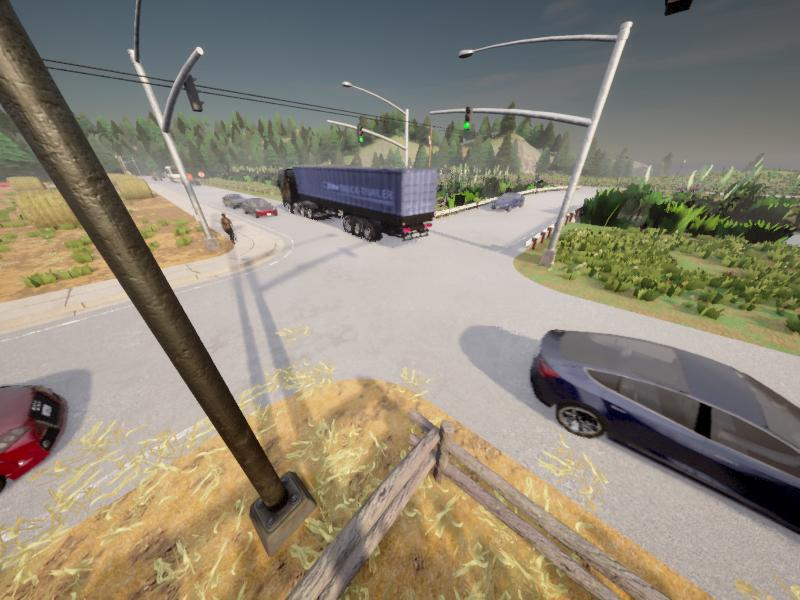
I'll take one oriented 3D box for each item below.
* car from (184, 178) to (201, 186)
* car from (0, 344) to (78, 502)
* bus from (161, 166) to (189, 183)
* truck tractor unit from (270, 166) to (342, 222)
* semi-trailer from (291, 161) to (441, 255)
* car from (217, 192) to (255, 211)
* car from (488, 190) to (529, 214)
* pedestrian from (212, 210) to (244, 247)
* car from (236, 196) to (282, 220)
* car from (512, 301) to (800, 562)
[{"bbox_3d":[-51.997,-29.515,57.808,5.027,1.651,2.152,25,38,36],"label":"car"},{"bbox_3d":[-7.466,2.527,2.634,1.994,1.385,4.181,23,37,34],"label":"car"},{"bbox_3d":[-69.206,-38.674,71.034,10.273,4.253,3.944,25,38,36],"label":"bus"},{"bbox_3d":[-8.929,-10.353,22.016,6.516,4.208,3.053,26,39,37],"label":"truck tractor unit"},{"bbox_3d":[-3.595,-7.494,16.917,2.717,4.402,14.254,-23,37,-35],"label":"semi-trailer"},{"bbox_3d":[-19.213,-11.586,26.983,5.357,1.411,2.033,25,38,36],"label":"car"},{"bbox_3d":[11.213,-10.164,23.755,4.674,1.442,1.812,-28,40,-35],"label":"car"},{"bbox_3d":[-9.762,-4.070,13.146,0.751,1.860,0.751,22,36,33],"label":"pedestrian"},{"bbox_3d":[-13.844,-9.098,22.586,4.792,1.488,2.163,25,38,36],"label":"car"},{"bbox_3d":[4.801,1.838,3.714,4.792,1.488,2.163,21,36,32],"label":"car"}]
